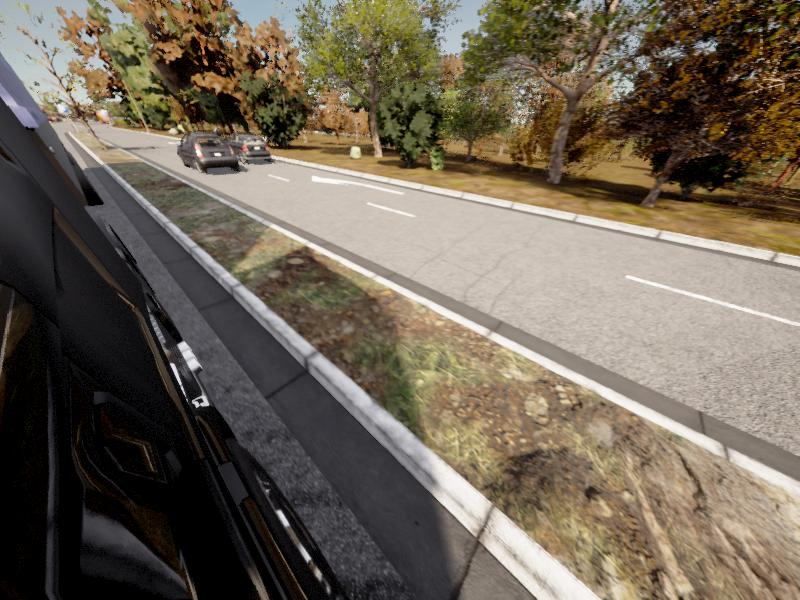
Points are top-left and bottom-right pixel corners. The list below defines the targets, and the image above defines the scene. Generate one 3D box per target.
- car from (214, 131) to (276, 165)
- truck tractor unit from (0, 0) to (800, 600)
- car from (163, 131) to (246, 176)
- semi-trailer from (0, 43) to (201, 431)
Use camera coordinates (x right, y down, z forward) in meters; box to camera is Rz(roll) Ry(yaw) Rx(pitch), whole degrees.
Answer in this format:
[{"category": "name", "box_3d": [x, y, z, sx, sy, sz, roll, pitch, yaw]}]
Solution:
[{"category": "car", "box_3d": [-10.191, -10.047, 15.217, 3.705, 1.549, 1.789, 28, 44, 30]}, {"category": "truck tractor unit", "box_3d": [-2.645, -0.295, 0.352, 6.516, 4.208, 3.053, 28, 44, 30]}, {"category": "car", "box_3d": [-10.210, -7.741, 12.071, 3.988, 1.617, 1.851, 28, 44, 30]}, {"category": "semi-trailer", "box_3d": [-8.696, -3.595, 4.245, 14.254, 4.402, 2.717, 28, 44, 30]}]
